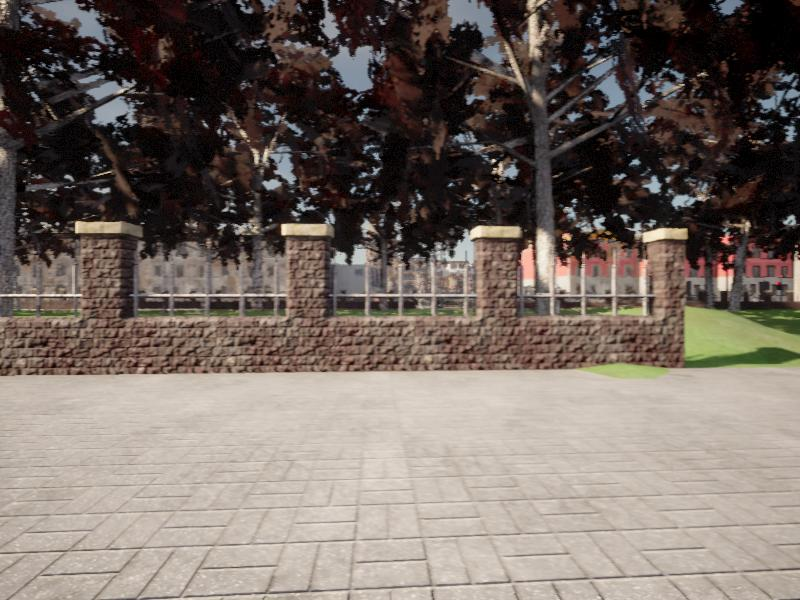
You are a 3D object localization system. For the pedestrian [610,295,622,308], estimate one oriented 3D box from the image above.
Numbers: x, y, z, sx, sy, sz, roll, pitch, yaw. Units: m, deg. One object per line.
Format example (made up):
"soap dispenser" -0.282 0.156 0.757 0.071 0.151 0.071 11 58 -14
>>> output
"pedestrian" 22.030 0.178 40.850 0.751 1.300 0.751 0 0 -4

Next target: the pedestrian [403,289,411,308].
"pedestrian" 0.698 -0.110 39.489 0.751 1.860 0.751 0 0 -4

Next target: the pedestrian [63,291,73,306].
"pedestrian" -41.316 -0.137 49.810 0.751 1.860 0.751 0 0 29

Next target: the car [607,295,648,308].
"car" 26.088 0.176 45.929 3.705 1.549 1.789 0 0 -4

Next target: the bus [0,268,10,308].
"bus" -47.500 -1.213 41.266 10.273 4.253 3.944 0 0 -4

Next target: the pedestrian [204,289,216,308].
"pedestrian" -18.682 -0.117 39.390 0.751 1.860 0.751 0 0 4

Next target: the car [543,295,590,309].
"car" 18.912 0.187 45.469 4.514 1.525 2.007 0 0 -4
